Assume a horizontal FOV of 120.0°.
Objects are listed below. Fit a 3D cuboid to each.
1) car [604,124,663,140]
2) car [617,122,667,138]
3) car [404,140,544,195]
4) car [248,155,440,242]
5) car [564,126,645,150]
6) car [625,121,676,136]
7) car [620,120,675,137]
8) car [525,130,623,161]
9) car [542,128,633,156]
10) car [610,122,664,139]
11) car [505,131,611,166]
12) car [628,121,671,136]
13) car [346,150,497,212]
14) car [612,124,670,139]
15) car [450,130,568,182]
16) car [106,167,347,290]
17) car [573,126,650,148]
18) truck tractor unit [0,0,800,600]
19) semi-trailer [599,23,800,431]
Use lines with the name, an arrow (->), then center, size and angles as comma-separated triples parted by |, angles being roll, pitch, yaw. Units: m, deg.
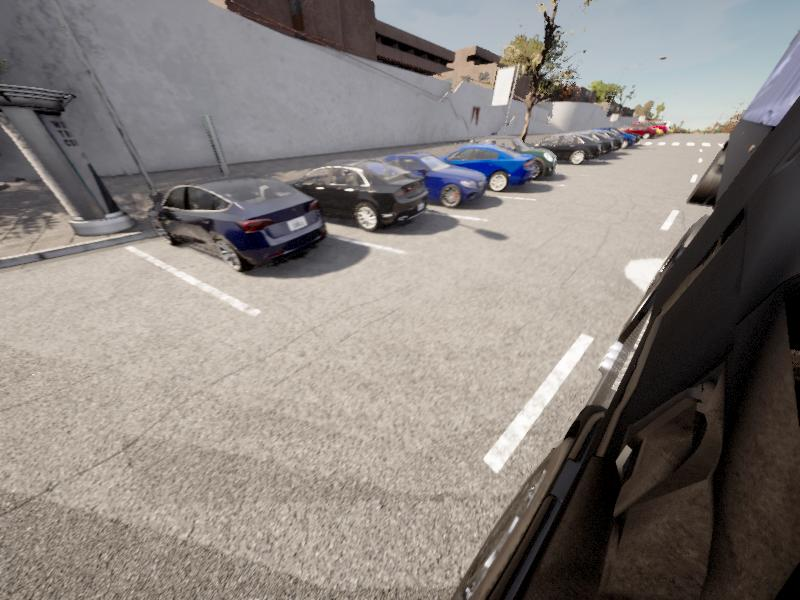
car -> 30.673, -22.205, 30.594 | 5.008, 1.535, 2.097 | 14, 39, 21
car -> 36.987, -26.120, 35.532 | 4.553, 1.767, 2.185 | 14, 39, 21
car -> 2.885, -5.640, 9.698 | 5.008, 1.535, 2.097 | 17, 41, 25
car -> -1.592, -3.206, 6.706 | 4.892, 1.521, 2.231 | 17, 41, 25
car -> 17.983, -14.487, 20.721 | 5.008, 1.535, 2.097 | 14, 39, 22
car -> 45.454, -31.224, 42.162 | 5.566, 2.045, 2.435 | 15, 39, 21
car -> 41.274, -28.723, 38.788 | 5.566, 2.045, 2.435 | 14, 38, 21
car -> 11.619, -10.630, 15.889 | 4.892, 1.521, 2.231 | 15, 40, 23
car -> 13.761, -11.906, 17.483 | 4.892, 1.521, 2.231 | 15, 40, 22
car -> 32.753, -23.591, 32.200 | 4.553, 1.767, 2.185 | 14, 39, 21
car -> 9.462, -9.365, 14.314 | 4.892, 1.521, 2.231 | 16, 40, 23
car -> 43.469, -29.928, 40.448 | 4.442, 1.987, 1.878 | 14, 38, 21
car -> 0.654, -4.391, 8.225 | 4.674, 1.452, 2.002 | 17, 40, 25
car -> 35.072, -24.712, 33.860 | 5.366, 1.575, 1.946 | 14, 39, 21
car -> 5.060, -6.984, 11.163 | 4.553, 1.767, 2.185 | 16, 40, 24
car -> -3.889, -1.995, 5.272 | 4.792, 1.488, 2.163 | 18, 41, 26
car -> 20.092, -15.780, 22.351 | 5.008, 1.535, 2.097 | 14, 39, 22
truck tractor unit -> 2.645, -0.295, 0.352 | 6.516, 4.208, 3.053 | -28, 44, -30
semi-trailer -> 8.606, -3.650, 4.341 | 14.254, 4.402, 2.717 | -29, 45, -31
